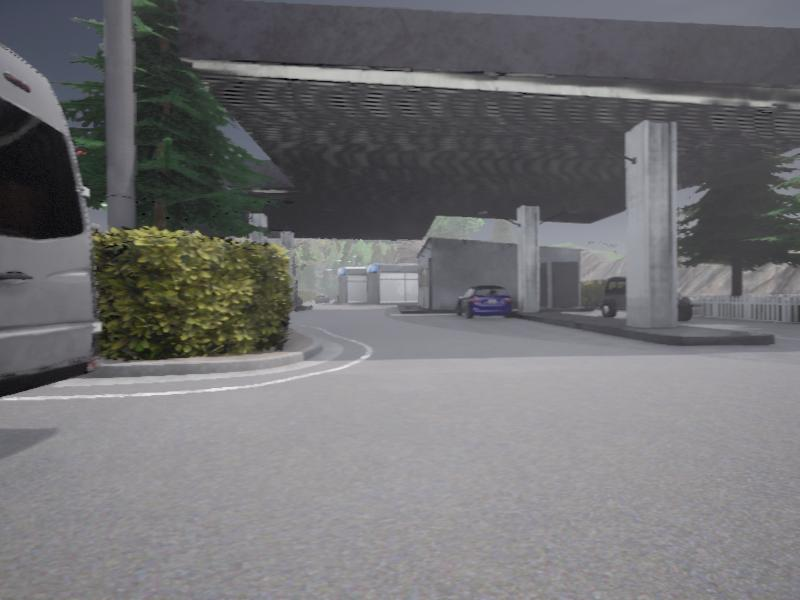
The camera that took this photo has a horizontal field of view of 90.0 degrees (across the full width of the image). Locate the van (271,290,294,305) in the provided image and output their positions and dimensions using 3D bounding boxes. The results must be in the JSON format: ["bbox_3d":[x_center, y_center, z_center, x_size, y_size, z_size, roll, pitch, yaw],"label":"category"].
[{"bbox_3d":[-16.731,-0.310,57.119,2.069,2.038,4.480,-1,1,0],"label":"van"}]

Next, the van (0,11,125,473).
[{"bbox_3d":[-5.162,-0.254,2.120,5.915,2.561,1.988,-2,1,-1],"label":"van"}]

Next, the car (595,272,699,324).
[{"bbox_3d":[10.020,-0.085,16.642,1.905,1.878,3.866,-1,1,-1],"label":"car"}]

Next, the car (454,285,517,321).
[{"bbox_3d":[4.300,0.102,20.900,2.242,1.667,4.611,-1,1,-1],"label":"car"}]
